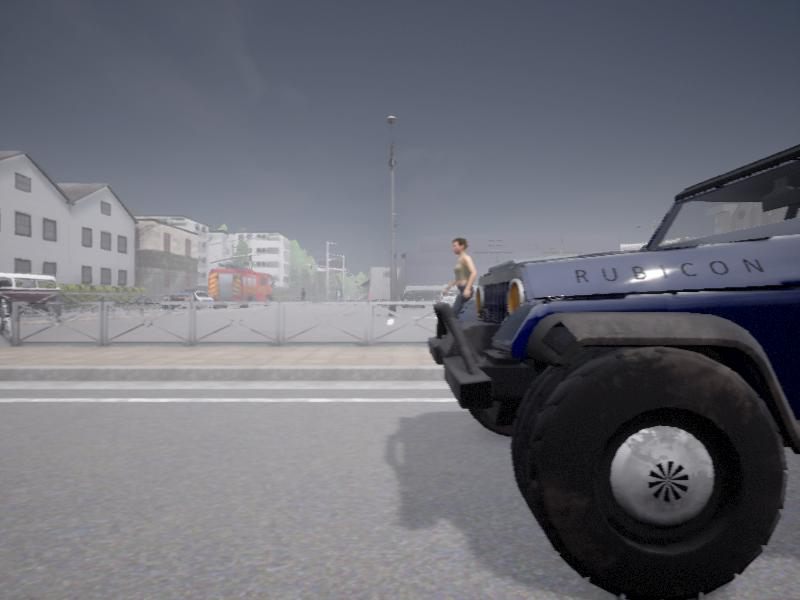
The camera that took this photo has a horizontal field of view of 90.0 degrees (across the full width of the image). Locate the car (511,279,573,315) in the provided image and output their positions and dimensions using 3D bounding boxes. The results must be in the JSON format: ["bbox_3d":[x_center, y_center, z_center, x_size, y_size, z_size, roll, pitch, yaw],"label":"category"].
[{"bbox_3d":[8.101,-0.161,23.360,1.932,1.855,4.605,0,0,0],"label":"car"}]

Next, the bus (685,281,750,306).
[{"bbox_3d":[58.994,-1.158,74.781,3.944,4.253,10.273,0,0,-1],"label":"bus"}]

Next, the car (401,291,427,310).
[{"bbox_3d":[1.106,0.042,33.334,2.007,1.523,4.514,0,0,0],"label":"car"}]

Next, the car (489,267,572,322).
[{"bbox_3d":[4.856,-0.181,15.475,1.905,1.878,3.866,0,0,0],"label":"car"}]

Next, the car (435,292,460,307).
[{"bbox_3d":[4.730,-0.025,40.402,1.970,1.475,3.806,0,0,0],"label":"car"}]

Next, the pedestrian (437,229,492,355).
[{"bbox_3d":[0.992,-0.115,6.309,0.751,1.860,0.751,0,0,1],"label":"pedestrian"}]

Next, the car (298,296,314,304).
[{"bbox_3d":[-17.932,0.055,76.328,1.837,1.490,4.892,0,0,0],"label":"car"}]

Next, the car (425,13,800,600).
[{"bbox_3d":[2.134,0.046,2.201,3.866,1.878,1.905,0,0,0],"label":"car"}]

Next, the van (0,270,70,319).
[{"bbox_3d":[-17.826,-0.214,18.258,2.069,2.038,4.480,0,0,-5],"label":"van"}]

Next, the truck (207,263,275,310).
[{"bbox_3d":[-14.321,-1.107,36.894,2.891,3.827,8.468,0,0,0],"label":"truck"}]

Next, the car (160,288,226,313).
[{"bbox_3d":[-14.303,0.039,27.977,2.038,1.542,4.974,0,0,0],"label":"car"}]

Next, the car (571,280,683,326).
[{"bbox_3d":[8.184,0.102,14.881,1.970,1.475,3.806,0,0,0],"label":"car"}]

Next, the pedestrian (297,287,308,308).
[{"bbox_3d":[-8.828,-0.250,36.203,0.751,1.860,0.751,0,0,6],"label":"pedestrian"}]
